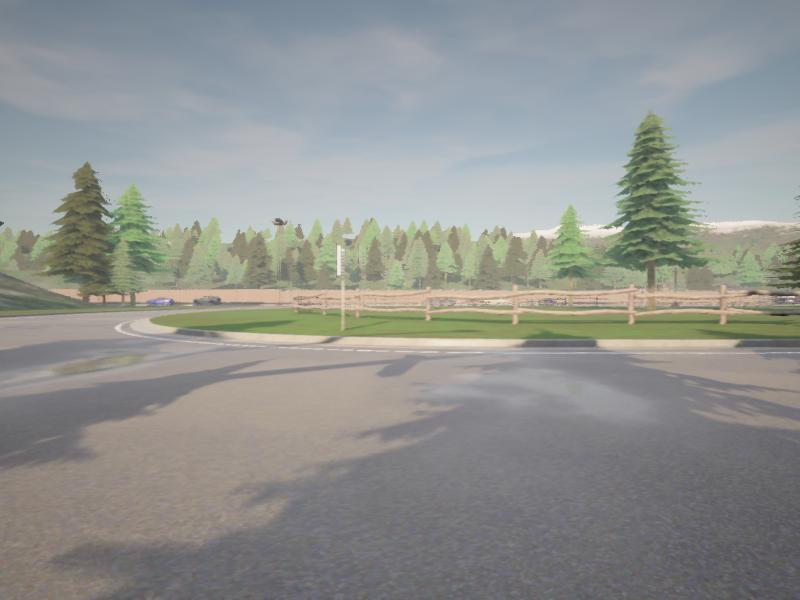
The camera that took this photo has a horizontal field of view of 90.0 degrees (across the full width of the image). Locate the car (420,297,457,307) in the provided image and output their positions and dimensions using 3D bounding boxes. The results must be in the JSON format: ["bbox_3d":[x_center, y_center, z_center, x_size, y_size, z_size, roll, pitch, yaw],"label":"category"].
[{"bbox_3d":[5.680,0.294,59.618,5.357,1.411,2.033,0,0,0],"label":"car"}]

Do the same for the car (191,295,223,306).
[{"bbox_3d":[-33.774,0.061,69.989,4.605,1.855,1.932,0,0,0],"label":"car"}]
